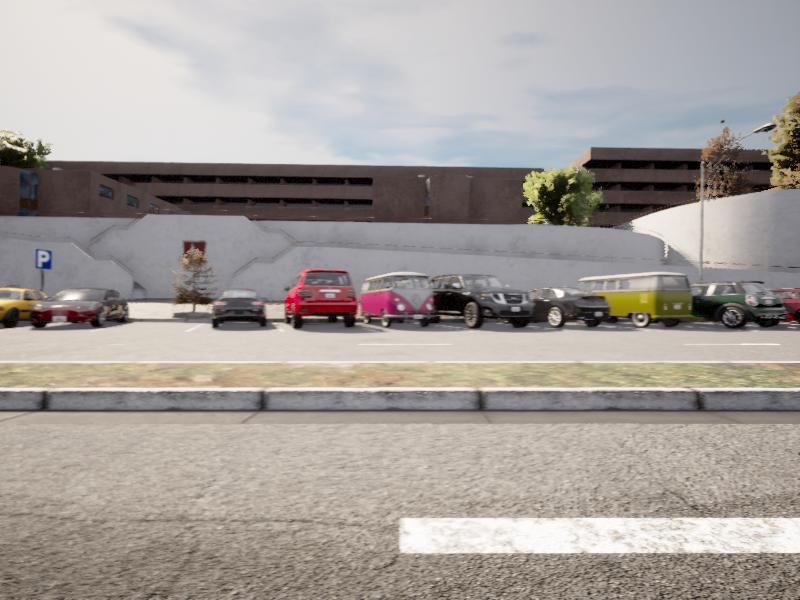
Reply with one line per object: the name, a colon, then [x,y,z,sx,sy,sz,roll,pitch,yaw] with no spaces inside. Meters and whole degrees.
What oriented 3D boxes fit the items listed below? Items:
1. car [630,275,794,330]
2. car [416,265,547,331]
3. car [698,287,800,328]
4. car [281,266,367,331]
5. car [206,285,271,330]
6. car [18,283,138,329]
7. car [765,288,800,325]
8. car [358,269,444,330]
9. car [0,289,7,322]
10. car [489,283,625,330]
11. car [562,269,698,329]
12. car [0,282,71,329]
car: [11.747,0.106,15.525,2.185,1.767,4.553,0,-1,-20]
car: [2.804,-0.014,15.538,2.435,2.045,5.566,1,-1,-20]
car: [14.720,0.270,15.546,2.002,1.452,4.674,0,-1,-20]
car: [-3.192,-0.011,15.593,2.435,2.045,5.566,0,-1,-20]
car: [-6.163,0.275,15.562,2.002,1.452,4.674,0,-1,-20]
car: [-12.121,0.248,15.543,2.163,1.488,4.792,1,-1,-20]
car: [17.738,0.258,15.522,2.163,1.488,4.792,1,-1,-20]
car: [-0.149,0.012,15.456,1.878,1.987,4.442,1,-1,-20]
car: [-18.117,0.215,15.601,2.163,1.488,4.792,1,-1,-20]
car: [5.773,0.236,15.551,2.231,1.521,4.892,0,-1,-20]
car: [8.712,0.009,15.666,1.878,1.987,4.442,0,-1,-20]
car: [-15.048,0.198,15.400,1.946,1.575,5.366,1,-1,-20]
